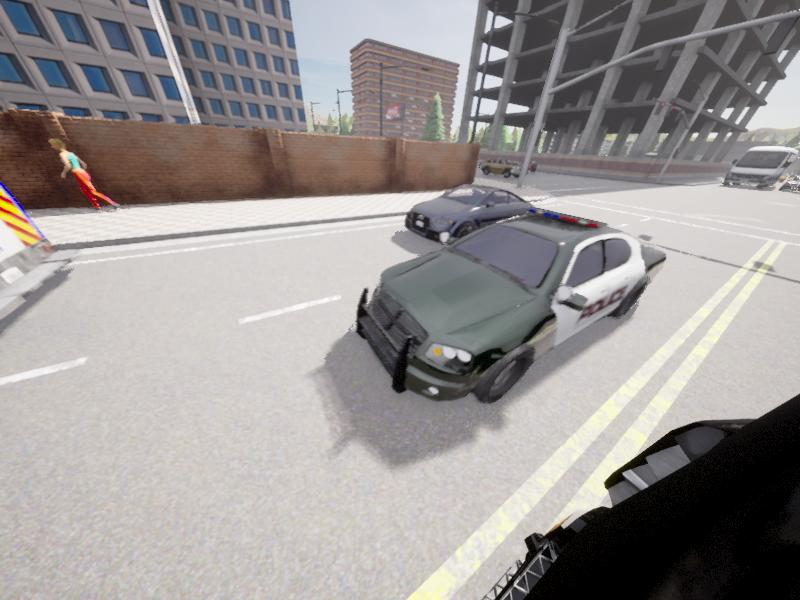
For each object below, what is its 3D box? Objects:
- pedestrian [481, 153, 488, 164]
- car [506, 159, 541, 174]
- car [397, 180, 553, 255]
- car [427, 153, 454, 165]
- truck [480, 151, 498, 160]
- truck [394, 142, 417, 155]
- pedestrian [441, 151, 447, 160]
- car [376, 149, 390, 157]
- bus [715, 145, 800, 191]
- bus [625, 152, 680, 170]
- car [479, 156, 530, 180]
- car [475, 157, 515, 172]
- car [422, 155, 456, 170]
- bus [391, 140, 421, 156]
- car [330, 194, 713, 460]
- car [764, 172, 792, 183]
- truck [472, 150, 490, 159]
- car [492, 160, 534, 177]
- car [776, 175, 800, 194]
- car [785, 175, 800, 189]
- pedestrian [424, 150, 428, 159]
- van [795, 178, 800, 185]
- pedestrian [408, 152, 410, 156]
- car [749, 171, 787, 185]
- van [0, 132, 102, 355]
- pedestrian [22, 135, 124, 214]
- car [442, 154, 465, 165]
[{"bbox_3d":[16.968,-28.354,46.332,0.751,1.860,0.751,-27,43,-37],"label":"pedestrian"},{"bbox_3d":[17.606,-19.200,33.109,1.789,1.549,3.705,-16,38,-26],"label":"car"},{"bbox_3d":[2.254,-2.713,7.051,4.181,1.385,1.994,-16,38,-27],"label":"car"},{"bbox_3d":[7.213,-25.556,41.832,2.033,1.649,4.856,-16,38,-26],"label":"car"},{"bbox_3d":[31.562,-51.388,81.900,2.615,2.467,5.204,-16,38,-27],"label":"truck"},{"bbox_3d":[2.094,-57.532,87.871,8.468,3.827,2.891,-16,38,-27],"label":"truck"},{"bbox_3d":[10.599,-34.919,55.764,0.751,1.860,0.751,-19,39,-30],"label":"pedestrian"},{"bbox_3d":[-4.758,-40.995,64.342,2.242,1.667,4.611,-16,38,-26],"label":"car"},{"bbox_3d":[44.489,-16.224,28.326,10.273,4.253,3.944,-17,38,-27],"label":"bus"},{"bbox_3d":[79.498,-43.976,73.119,3.944,4.253,10.273,-17,38,-27],"label":"bus"},{"bbox_3d":[11.081,-14.331,24.907,1.932,1.855,4.605,-15,38,-25],"label":"car"},{"bbox_3d":[13.452,-19.423,33.152,2.128,1.511,4.902,-16,38,-26],"label":"car"},{"bbox_3d":[5.435,-19.617,32.822,2.163,1.488,4.792,-16,38,-26],"label":"car"},{"bbox_3d":[2.035,-55.528,84.441,10.273,4.253,3.944,-16,38,-27],"label":"bus"},{"bbox_3d":[1.847,-0.414,3.380,4.974,1.542,2.038,-17,38,-27],"label":"car"},{"bbox_3d":[68.984,-22.382,42.112,5.366,1.575,1.801,-16,38,-27],"label":"car"},{"bbox_3d":[27.864,-50.309,79.964,2.615,2.467,5.204,-16,38,-27],"label":"truck"},{"bbox_3d":[13.378,-15.686,27.514,1.970,1.475,3.806,-16,38,-26],"label":"car"},{"bbox_3d":[44.057,-12.821,25.582,3.705,1.549,1.789,-17,38,-26],"label":"car"},{"bbox_3d":[54.824,-15.960,31.263,4.902,1.511,2.128,-16,38,-27],"label":"car"},{"bbox_3d":[6.576,-37.008,58.604,0.751,1.860,0.751,-11,36,-20],"label":"pedestrian"},{"bbox_3d":[71.204,-21.149,39.621,6.366,2.431,2.351,-17,38,-27],"label":"van"},{"bbox_3d":[2.661,-42.470,67.255,0.500,1.100,0.500,-14,37,-24],"label":"pedestrian"},{"bbox_3d":[56.607,-18.797,35.562,4.611,1.667,2.242,-16,38,-27],"label":"car"},{"bbox_3d":[-7.761,-0.206,1.477,6.366,2.431,2.351,-16,38,-27],"label":"van"},{"bbox_3d":[-9.139,-3.533,6.600,0.751,1.860,0.751,-14,37,-24],"label":"pedestrian"},{"bbox_3d":[10.062,-26.517,43.658,1.970,1.475,3.806,-16,38,-26],"label":"car"}]
